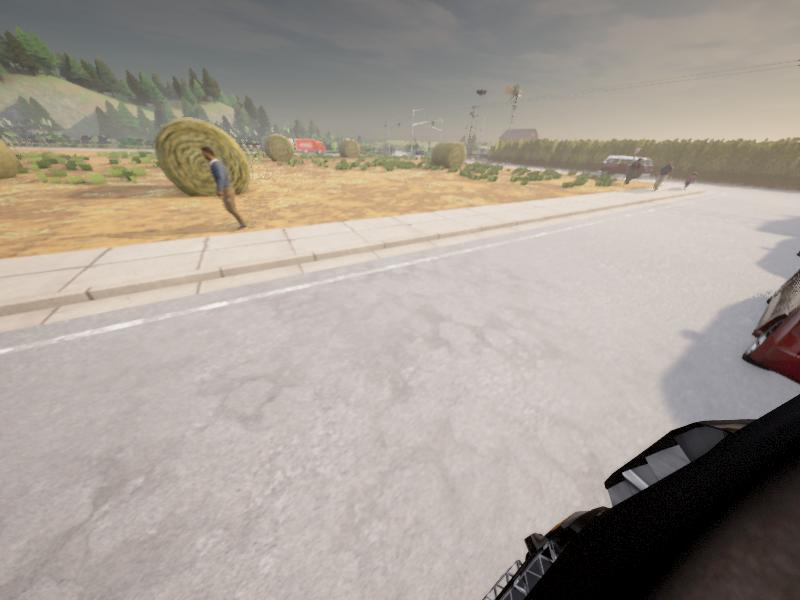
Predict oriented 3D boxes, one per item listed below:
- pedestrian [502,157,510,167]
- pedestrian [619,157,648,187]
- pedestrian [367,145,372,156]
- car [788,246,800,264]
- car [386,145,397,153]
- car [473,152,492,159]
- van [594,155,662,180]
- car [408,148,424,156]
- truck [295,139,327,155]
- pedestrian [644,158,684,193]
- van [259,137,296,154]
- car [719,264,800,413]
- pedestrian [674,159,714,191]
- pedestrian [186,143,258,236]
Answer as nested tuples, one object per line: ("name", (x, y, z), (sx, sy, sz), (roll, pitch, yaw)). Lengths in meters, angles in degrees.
("pedestrian", (14.891, -19.400, 32.486), (0.500, 1.100, 0.500), (-17, 38, -26))
("pedestrian", (17.167, -9.448, 17.028), (0.751, 1.860, 0.751), (28, 41, 33))
("pedestrian", (-5.970, -29.627, 45.740), (0.751, 1.860, 0.751), (-15, 37, -24))
("car", (12.770, -1.779, 5.835), (5.027, 1.651, 2.152), (-16, 38, -26))
("car", (-2.527, -45.249, 69.174), (1.789, 1.549, 3.705), (-12, 40, -21))
("car", (22.530, -39.461, 62.924), (4.674, 1.442, 1.812), (-16, 38, -25))
("van", (24.944, -14.702, 25.554), (2.069, 2.038, 4.480), (-16, 38, -25))
("car", (4.399, -40.847, 63.705), (2.038, 1.542, 4.974), (-13, 38, -21))
("truck", (-17.463, -29.947, 45.280), (5.204, 2.467, 2.627), (-14, 37, -23))
("pedestrian", (16.567, -7.815, 14.551), (0.751, 1.860, 0.751), (-15, 38, -25))
("van", (-24.145, -30.509, 45.654), (5.915, 2.561, 1.988), (-14, 37, -23))
("car", (6.166, 0.262, 2.611), (4.181, 1.385, 1.994), (-17, 38, -26))
("pedestrian", (20.226, -8.589, 15.932), (0.751, 1.860, 0.751), (-15, 37, -24))
("pedestrian", (-4.140, -2.599, 5.493), (0.751, 1.860, 0.751), (-19, 39, -28))
